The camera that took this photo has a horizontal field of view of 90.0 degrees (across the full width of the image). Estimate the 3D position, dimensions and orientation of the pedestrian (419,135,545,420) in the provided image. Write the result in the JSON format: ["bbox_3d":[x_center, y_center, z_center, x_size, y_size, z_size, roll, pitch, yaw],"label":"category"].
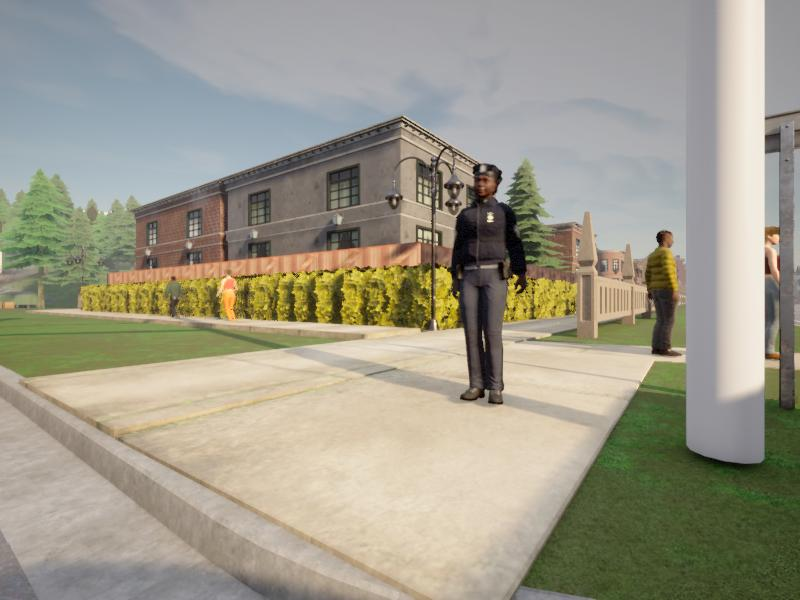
[{"bbox_3d":[0.661,-0.146,3.132,0.751,1.860,0.751,0,0,32],"label":"pedestrian"}]

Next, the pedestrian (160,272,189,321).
[{"bbox_3d":[-8.855,-0.115,15.727,0.751,1.860,0.751,0,0,36],"label":"pedestrian"}]

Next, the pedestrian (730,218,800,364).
[{"bbox_3d":[5.128,-0.115,5.518,0.751,1.860,0.751,0,0,27],"label":"pedestrian"}]

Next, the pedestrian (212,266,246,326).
[{"bbox_3d":[-5.509,-0.115,12.902,0.751,1.860,0.751,0,0,37],"label":"pedestrian"}]

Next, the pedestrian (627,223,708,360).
[{"bbox_3d":[3.863,-0.115,5.852,0.751,1.860,0.751,0,0,11],"label":"pedestrian"}]

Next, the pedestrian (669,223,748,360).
[{"bbox_3d":[4.504,-0.115,5.901,0.751,1.860,0.751,0,0,21],"label":"pedestrian"}]
